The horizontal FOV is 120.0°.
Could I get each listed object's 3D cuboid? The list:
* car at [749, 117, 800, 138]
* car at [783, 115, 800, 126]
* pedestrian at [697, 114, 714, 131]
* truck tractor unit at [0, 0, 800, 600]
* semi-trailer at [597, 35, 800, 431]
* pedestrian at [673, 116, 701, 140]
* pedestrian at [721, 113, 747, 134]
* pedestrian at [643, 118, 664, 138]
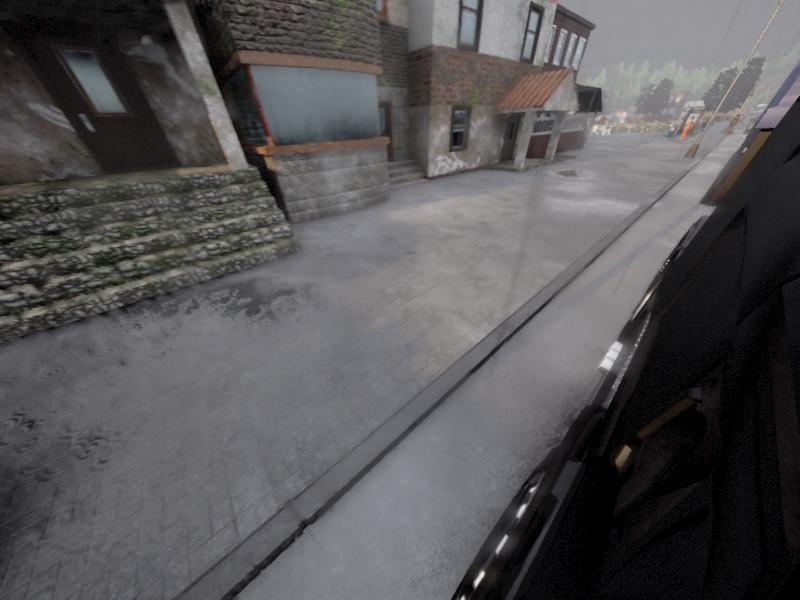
[{"bbox_3d":[38.678,-17.312,23.129,2.128,1.511,4.902,15,40,23],"label":"car"},{"bbox_3d":[65.871,-29.752,38.187,4.181,1.385,1.994,-30,44,-31],"label":"car"},{"bbox_3d":[45.317,-26.326,34.280,0.751,1.860,0.751,-29,44,-31],"label":"pedestrian"},{"bbox_3d":[2.645,-0.295,0.351,6.516,4.208,3.053,-28,44,-30],"label":"truck tractor unit"},{"bbox_3d":[8.727,-3.581,4.207,14.254,4.402,2.717,-28,43,-29],"label":"semi-trailer"},{"bbox_3d":[28.950,-17.359,23.307,0.751,1.860,0.751,-9,37,-8],"label":"pedestrian"},{"bbox_3d":[39.182,-20.692,27.121,0.751,1.860,0.751,-16,39,-17],"label":"pedestrian"},{"bbox_3d":[29.693,-20.172,27.070,0.751,1.860,0.751,10,39,16],"label":"pedestrian"}]
